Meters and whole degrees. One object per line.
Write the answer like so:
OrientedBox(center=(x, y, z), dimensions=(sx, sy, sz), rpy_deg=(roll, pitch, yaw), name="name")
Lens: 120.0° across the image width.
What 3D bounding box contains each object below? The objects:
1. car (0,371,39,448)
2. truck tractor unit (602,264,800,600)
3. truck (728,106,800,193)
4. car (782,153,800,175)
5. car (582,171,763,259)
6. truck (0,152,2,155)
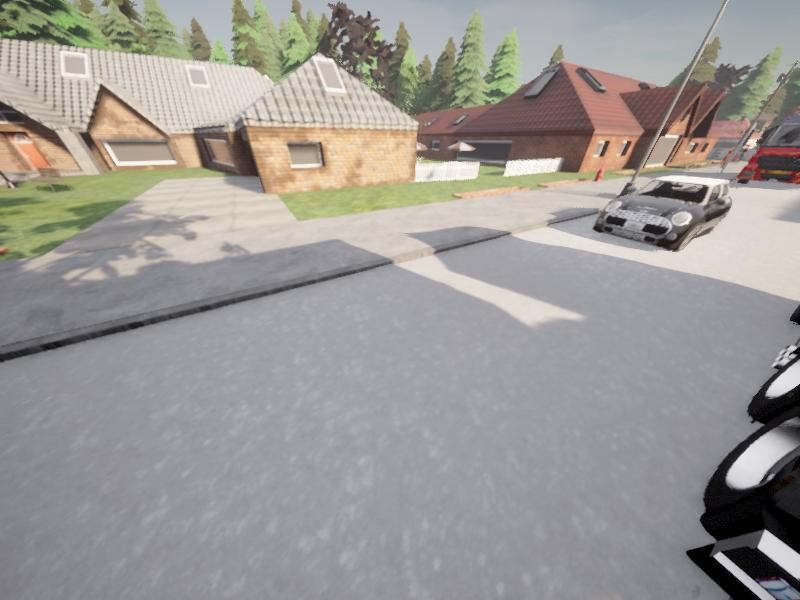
OrientedBox(center=(-5.183, 1.562, 0.516), dimensions=(4.181, 1.385, 1.994), rpy_deg=(-18, 39, -24), name="car")
OrientedBox(center=(5.112, -0.299, 0.785), dimensions=(6.516, 4.208, 3.053), rpy_deg=(-18, 39, -24), name="truck tractor unit")
OrientedBox(center=(25.000, -9.204, 14.105), dimensions=(8.468, 3.827, 2.891), rpy_deg=(-18, 39, -24), name="truck")
OrientedBox(center=(36.093, -11.838, 20.019), dimensions=(4.902, 1.511, 2.128), rpy_deg=(-18, 39, -24), name="car")
OrientedBox(center=(7.536, -2.588, 6.501), dimensions=(3.806, 1.475, 1.970), rpy_deg=(-18, 39, -24), name="car")
OrientedBox(center=(-62.303, -21.942, 33.155), dimensions=(2.390, 2.098, 6.274), rpy_deg=(-18, 39, -24), name="truck")
